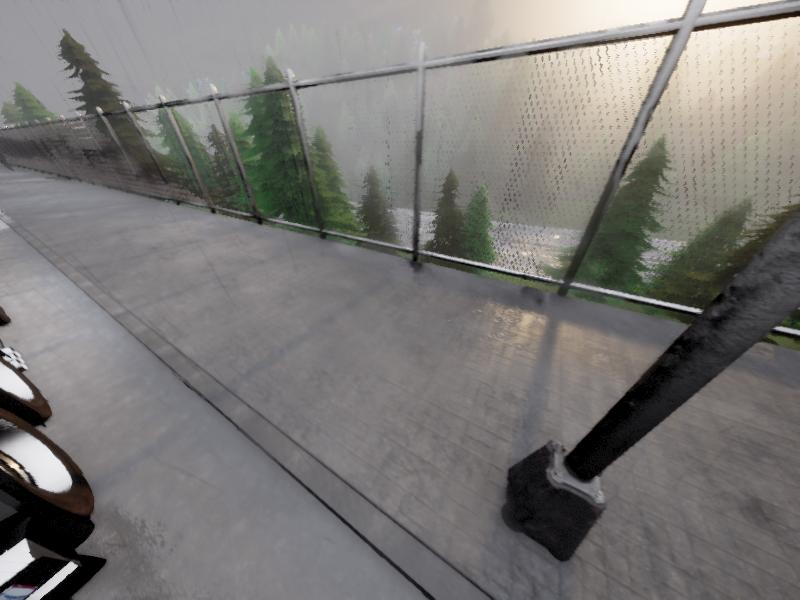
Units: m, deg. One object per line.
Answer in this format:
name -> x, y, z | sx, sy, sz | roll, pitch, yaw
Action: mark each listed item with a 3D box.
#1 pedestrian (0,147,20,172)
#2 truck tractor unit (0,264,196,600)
pedestrian -> -35.871, -12.680, 20.836 | 0.751, 1.860, 0.751 | 16, 38, 22
truck tractor unit -> -5.113, -0.294, 0.798 | 6.516, 4.208, 3.053 | 18, 38, 24
